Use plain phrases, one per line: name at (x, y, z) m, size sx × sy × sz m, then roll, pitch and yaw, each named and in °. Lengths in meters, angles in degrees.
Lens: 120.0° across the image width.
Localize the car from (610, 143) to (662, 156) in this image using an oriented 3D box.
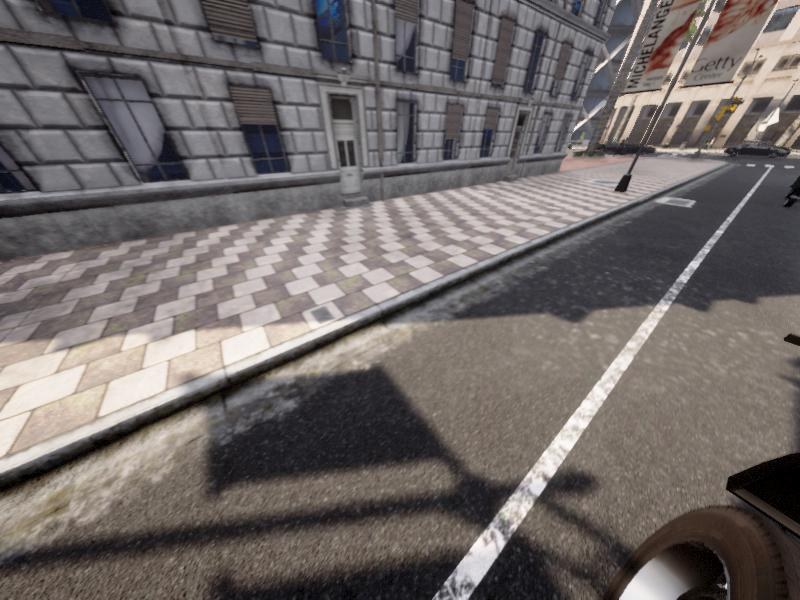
car at (33.601, -21.598, 33.034) m, size 1.812 × 1.442 × 4.674 m, roll -23°, pitch 41°, yaw -29°

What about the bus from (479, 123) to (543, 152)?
bus at (21.514, -31.999, 45.500) m, size 10.273 × 4.253 × 3.944 m, roll 14°, pitch 37°, yaw 18°

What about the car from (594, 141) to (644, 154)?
car at (34.571, -24.296, 36.690) m, size 1.930 × 1.638 × 5.238 m, roll -25°, pitch 42°, yaw -30°

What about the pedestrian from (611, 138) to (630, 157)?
pedestrian at (26.284, -18.143, 27.528) m, size 0.751 × 1.860 × 0.751 m, roll 8°, pitch 36°, yaw 12°

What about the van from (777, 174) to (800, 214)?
van at (16.023, -4.395, 8.279) m, size 4.442 × 1.987 × 1.775 m, roll -23°, pitch 41°, yaw -28°

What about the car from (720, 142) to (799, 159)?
car at (42.718, -17.915, 27.644) m, size 2.128 × 1.511 × 4.902 m, roll -23°, pitch 41°, yaw -28°

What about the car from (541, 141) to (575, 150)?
car at (32.299, -31.722, 47.476) m, size 5.357 × 1.411 × 2.033 m, roll 25°, pitch 42°, yaw 31°
